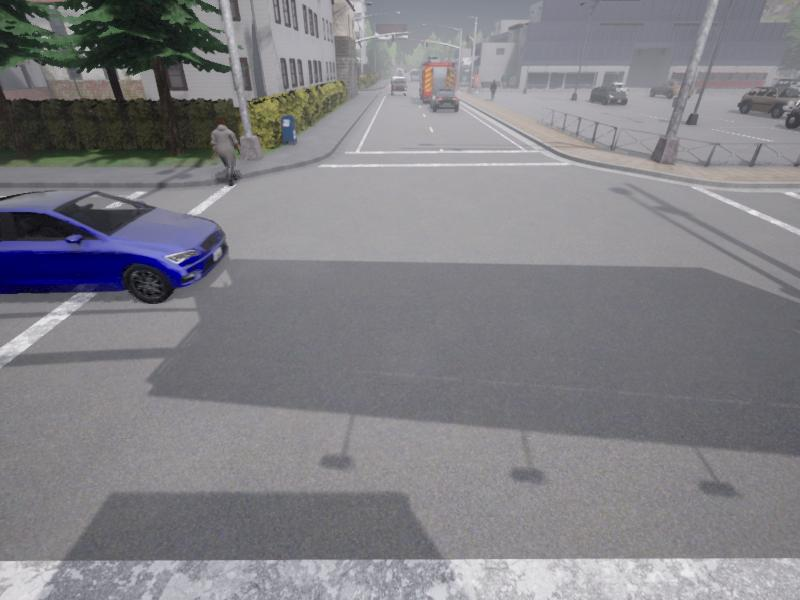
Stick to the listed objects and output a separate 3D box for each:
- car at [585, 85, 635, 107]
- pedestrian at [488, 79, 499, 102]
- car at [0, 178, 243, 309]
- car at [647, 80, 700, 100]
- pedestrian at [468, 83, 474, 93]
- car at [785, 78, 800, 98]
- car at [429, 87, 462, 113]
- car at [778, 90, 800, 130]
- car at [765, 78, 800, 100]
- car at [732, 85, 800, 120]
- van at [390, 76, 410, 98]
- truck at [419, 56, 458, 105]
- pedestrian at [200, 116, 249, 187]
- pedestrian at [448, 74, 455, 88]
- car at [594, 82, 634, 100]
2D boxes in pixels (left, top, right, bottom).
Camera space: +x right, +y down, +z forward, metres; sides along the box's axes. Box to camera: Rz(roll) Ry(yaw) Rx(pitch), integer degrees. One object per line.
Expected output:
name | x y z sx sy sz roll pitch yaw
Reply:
car | 18.920 -18.561 36.305 2.007 1.523 4.514 0 30 0
pedestrian | 8.857 -19.899 37.974 0.751 1.860 0.751 10 32 16
car | -5.132 -0.981 6.552 4.193 1.474 1.816 -1 31 1
car | 28.981 -22.416 42.622 2.152 1.636 5.027 0 30 0
pedestrian | 9.042 -27.113 51.229 0.500 1.100 0.500 -5 31 -9
car | 44.680 -22.693 42.984 1.932 1.855 4.605 0 30 0
car | 3.496 -15.889 31.713 2.038 1.542 4.974 0 30 0
car | 22.620 -9.742 20.762 1.905 1.878 3.866 0 30 0
car | 41.775 -22.499 42.611 1.905 1.878 3.866 0 30 0
car | 25.886 -13.696 27.574 1.932 1.855 4.605 0 30 0
van | -0.063 -24.859 46.572 2.069 2.038 4.480 0 30 -2
truck | 3.503 -21.375 38.836 2.891 3.827 8.468 0 30 0
pedestrian | -5.131 -4.374 11.825 0.751 1.860 0.751 0 30 0
pedestrian | 8.027 -34.202 62.565 0.751 1.860 0.751 21 36 31
car | 22.564 -22.177 42.368 1.970 1.475 3.806 0 30 0
